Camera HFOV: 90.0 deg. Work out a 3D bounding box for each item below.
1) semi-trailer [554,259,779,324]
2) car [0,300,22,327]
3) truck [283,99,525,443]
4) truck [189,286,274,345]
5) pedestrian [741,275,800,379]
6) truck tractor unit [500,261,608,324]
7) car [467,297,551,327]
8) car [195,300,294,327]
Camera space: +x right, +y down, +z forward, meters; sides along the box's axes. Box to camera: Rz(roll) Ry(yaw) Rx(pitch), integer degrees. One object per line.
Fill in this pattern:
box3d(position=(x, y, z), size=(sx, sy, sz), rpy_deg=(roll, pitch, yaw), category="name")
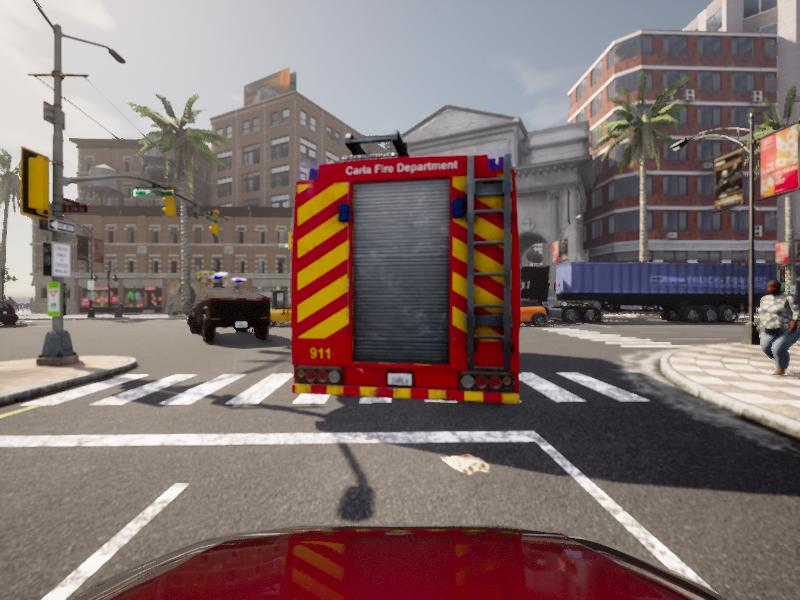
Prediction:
box3d(position=(18.666, -0.608, 28.545), size=(14.254, 4.402, 2.717), rpy_deg=(0, 0, 0), category="semi-trailer")
box3d(position=(-25.530, 0.797, 23.995), size=(3.988, 1.617, 1.851), rpy_deg=(0, 0, 1), category="car")
box3d(position=(0.728, -0.319, 8.876), size=(2.891, 3.827, 8.468), rpy_deg=(0, 0, 10), category="truck")
box3d(position=(-7.528, 0.548, 17.389), size=(2.390, 2.098, 6.274), rpy_deg=(0, 0, -32), category="truck")
box3d(position=(7.152, 0.487, 7.579), size=(0.751, 1.860, 0.751), rpy_deg=(0, 0, -11), category="pedestrian")
box3d(position=(10.754, -0.512, 28.497), size=(6.516, 4.208, 3.053), rpy_deg=(0, 0, -1), category="truck tractor unit")
box3d(position=(6.681, 0.704, 24.871), size=(4.553, 1.767, 2.097), rpy_deg=(0, 0, -3), category="car")
box3d(position=(-9.424, 0.809, 24.548), size=(5.366, 1.575, 1.801), rpy_deg=(0, 0, -1), category="car")
